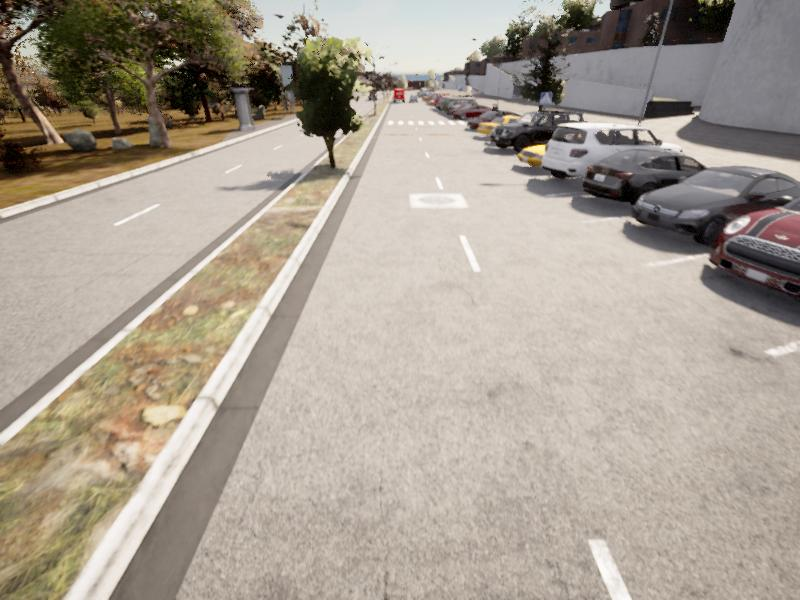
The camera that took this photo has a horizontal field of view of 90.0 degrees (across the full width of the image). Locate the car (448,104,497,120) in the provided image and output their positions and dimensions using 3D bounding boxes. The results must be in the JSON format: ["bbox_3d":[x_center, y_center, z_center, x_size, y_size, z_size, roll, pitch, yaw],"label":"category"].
[{"bbox_3d":[7.958,-20.824,44.309,4.792,1.488,2.163,-9,30,-18],"label":"car"}]

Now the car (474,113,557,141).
[{"bbox_3d":[8.185,-12.381,28.492,5.366,1.575,1.946,-9,29,-18],"label":"car"}]

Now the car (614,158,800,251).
[{"bbox_3d":[8.051,-2.494,9.853,4.674,1.452,2.002,-9,29,-18],"label":"car"}]

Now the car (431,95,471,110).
[{"bbox_3d":[7.979,-30.962,62.623,5.566,2.045,2.435,-9,30,-18],"label":"car"}]

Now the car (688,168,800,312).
[{"bbox_3d":[8.086,-1.266,7.123,4.553,1.767,2.185,-9,29,-18],"label":"car"}]

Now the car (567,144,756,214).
[{"bbox_3d":[8.069,-3.905,12.529,4.792,1.488,2.163,-9,29,-18],"label":"car"}]

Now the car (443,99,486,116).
[{"bbox_3d":[7.946,-23.792,49.515,4.553,1.767,2.185,-9,30,-18],"label":"car"}]

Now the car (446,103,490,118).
[{"bbox_3d":[7.974,-22.241,46.974,4.674,1.452,2.002,-9,30,-18],"label":"car"}]

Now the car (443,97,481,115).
[{"bbox_3d":[8.081,-25.312,52.144,4.442,1.987,1.878,-9,30,-18],"label":"car"}]

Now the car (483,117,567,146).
[{"bbox_3d":[8.023,-10.898,25.800,4.674,1.452,2.002,-9,30,-18],"label":"car"}]

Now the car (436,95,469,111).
[{"bbox_3d":[7.849,-29.502,59.952,4.442,1.987,1.878,-9,30,-18],"label":"car"}]

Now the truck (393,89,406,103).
[{"bbox_3d":[-0.161,-43.087,84.358,2.627,2.467,5.204,0,29,0],"label":"truck"}]

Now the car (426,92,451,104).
[{"bbox_3d":[7.810,-40.889,80.931,4.442,1.987,1.878,-9,31,-18],"label":"car"}]

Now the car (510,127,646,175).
[{"bbox_3d":[7.862,-6.689,17.761,5.366,1.575,1.946,-9,30,-18],"label":"car"}]

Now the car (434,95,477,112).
[{"bbox_3d":[7.938,-28.128,57.338,5.566,2.045,2.435,-9,30,-18],"label":"car"}]

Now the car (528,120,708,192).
[{"bbox_3d":[8.068,-5.544,15.056,5.566,2.045,2.435,-9,29,-18],"label":"car"}]

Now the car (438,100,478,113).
[{"bbox_3d":[7.958,-26.503,54.841,4.892,1.521,2.231,-9,30,-18],"label":"car"}]

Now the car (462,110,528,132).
[{"bbox_3d":[7.978,-15.151,33.728,4.792,1.488,2.163,-9,30,-18],"label":"car"}]

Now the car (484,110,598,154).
[{"bbox_3d":[8.002,-9.735,22.999,5.566,2.045,2.435,-9,30,-18],"label":"car"}]
